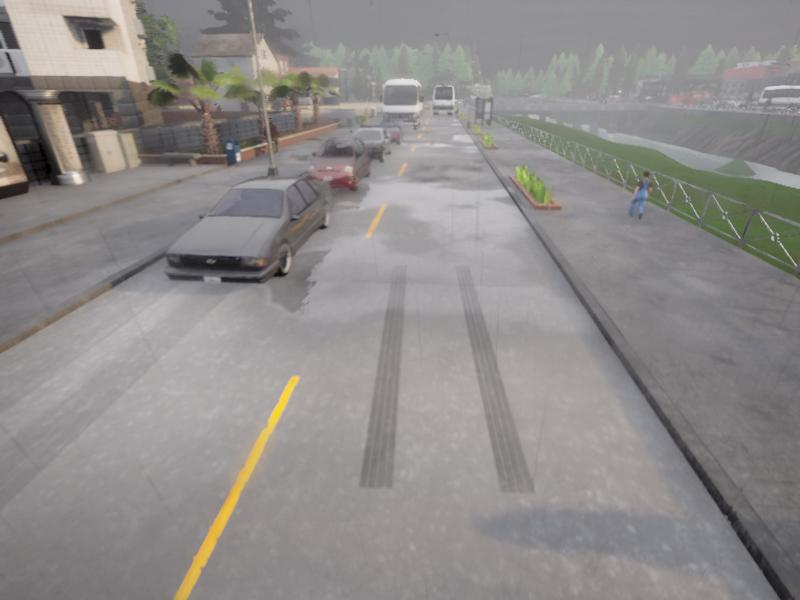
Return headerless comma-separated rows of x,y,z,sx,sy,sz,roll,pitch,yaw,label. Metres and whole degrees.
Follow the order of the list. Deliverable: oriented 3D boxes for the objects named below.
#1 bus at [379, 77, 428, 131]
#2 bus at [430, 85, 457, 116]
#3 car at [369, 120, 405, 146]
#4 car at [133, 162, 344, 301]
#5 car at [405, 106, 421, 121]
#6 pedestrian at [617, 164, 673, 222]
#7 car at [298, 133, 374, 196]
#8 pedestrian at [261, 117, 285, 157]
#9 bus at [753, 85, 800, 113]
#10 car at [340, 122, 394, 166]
0.598,-19.550,40.037,3.944,4.253,10.273,2,26,5,bus
7.068,-32.865,65.880,3.944,4.253,10.273,2,27,5,bus
-0.837,-11.753,28.007,1.994,1.385,4.181,2,27,5,car
-2.847,-1.878,8.775,2.033,1.411,5.357,2,27,5,car
1.810,-24.927,53.393,1.801,1.575,5.366,2,27,5,car
6.206,-2.741,10.221,0.751,1.300,0.751,5,28,9,pedestrian
-2.199,-5.178,14.960,1.851,1.617,3.988,2,27,5,car
-6.604,-8.485,20.862,0.751,1.860,0.751,1,27,1,pedestrian
69.892,-36.079,71.786,3.944,4.253,10.273,2,26,5,bus
-1.562,-8.324,21.040,1.930,1.638,5.238,2,27,5,car
